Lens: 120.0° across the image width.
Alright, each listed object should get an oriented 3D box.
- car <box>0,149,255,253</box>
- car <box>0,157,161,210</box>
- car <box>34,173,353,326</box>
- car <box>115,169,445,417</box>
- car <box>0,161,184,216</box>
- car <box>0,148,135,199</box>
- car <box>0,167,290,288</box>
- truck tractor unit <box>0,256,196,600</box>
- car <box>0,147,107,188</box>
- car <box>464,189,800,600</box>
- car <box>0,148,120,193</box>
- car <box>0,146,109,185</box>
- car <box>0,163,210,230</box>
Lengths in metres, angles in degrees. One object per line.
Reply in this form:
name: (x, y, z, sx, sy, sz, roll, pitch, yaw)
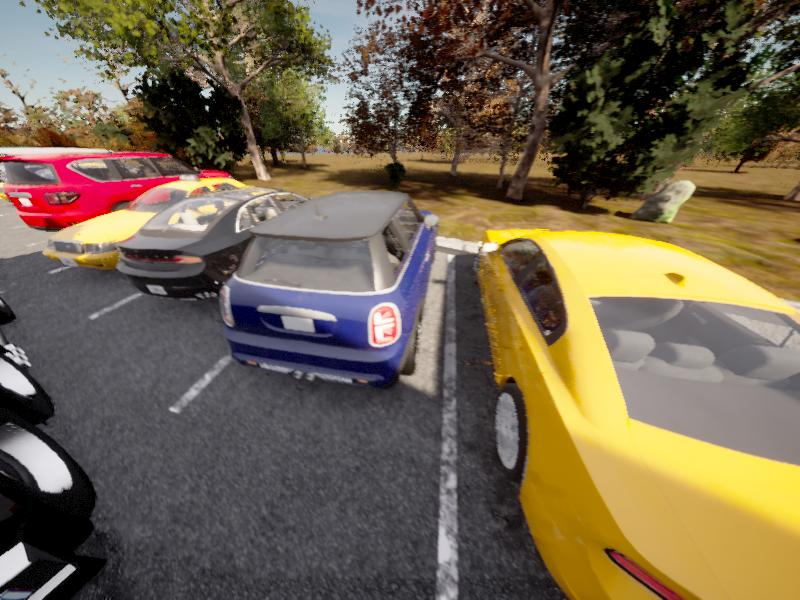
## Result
car: (-8.145, -3.665, 7.581, 2.435, 2.045, 5.566, 6, 35, 9)
car: (-15.805, -5.961, 11.383, 1.946, 1.575, 5.366, 7, 35, 9)
car: (-3.065, -1.707, 5.160, 2.231, 1.521, 4.892, 6, 35, 9)
car: (-0.519, -0.940, 3.813, 2.185, 1.767, 4.553, 6, 35, 9)
car: (-13.227, -5.180, 10.298, 2.163, 1.488, 4.792, 6, 35, 10)
car: (-18.329, -7.059, 12.596, 1.878, 1.987, 4.442, 7, 35, 9)
car: (-5.637, -2.473, 6.275, 1.946, 1.575, 5.366, 7, 35, 9)
truck tractor unit: (-5.102, -0.308, 0.797, 6.516, 4.208, 3.053, 19, 39, 25)
car: (-23.414, -8.807, 15.156, 1.878, 1.987, 4.442, 7, 35, 9)
car: (2.037, 0.001, 2.657, 2.097, 1.535, 5.008, 6, 35, 9)
car: (-20.872, -7.933, 13.876, 1.878, 1.987, 4.442, 7, 35, 9)
car: (-25.930, -9.784, 16.543, 2.435, 2.045, 5.566, 6, 35, 10)
car: (-10.691, -4.273, 8.969, 2.163, 1.488, 4.792, 7, 35, 9)
